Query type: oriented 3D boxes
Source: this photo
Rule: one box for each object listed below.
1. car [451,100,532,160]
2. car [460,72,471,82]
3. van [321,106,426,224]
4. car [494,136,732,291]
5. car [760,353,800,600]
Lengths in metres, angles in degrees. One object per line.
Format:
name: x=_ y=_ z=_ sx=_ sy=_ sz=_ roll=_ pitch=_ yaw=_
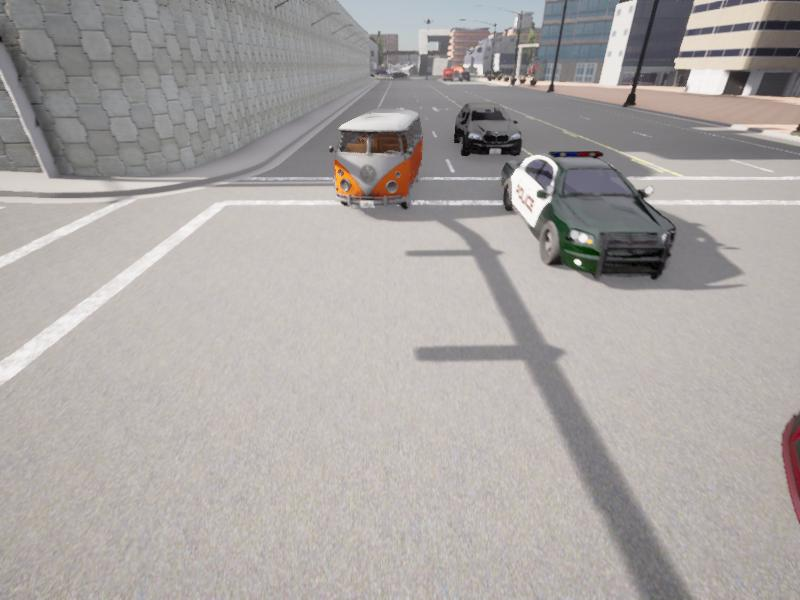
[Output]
car: x=3.492 y=-7.046 z=16.338 sx=2.242 sy=1.667 sz=4.611 roll=0 pitch=31 yaw=0
car: x=13.985 y=-47.618 z=85.329 sx=1.905 sy=1.878 sz=3.866 roll=2 pitch=30 yaw=3
van: x=-0.426 y=-3.711 z=10.343 sx=1.775 sy=1.987 sz=4.442 roll=4 pitch=31 yaw=6
car: x=3.496 y=-2.058 z=7.972 sx=2.038 sy=1.542 sz=4.974 roll=0 pitch=30 yaw=0
car: x=4.800 y=1.570 z=1.949 sx=4.181 sy=1.385 sz=1.994 roll=19 pitch=35 yaw=28
